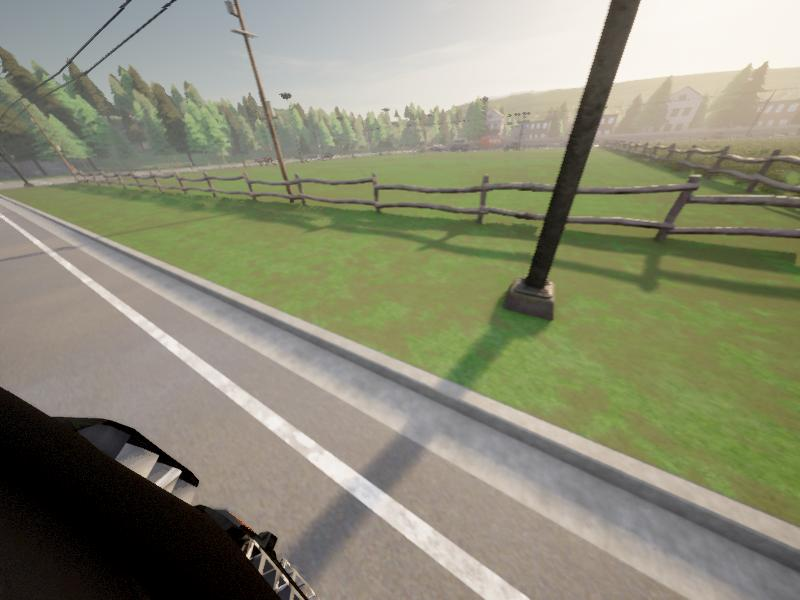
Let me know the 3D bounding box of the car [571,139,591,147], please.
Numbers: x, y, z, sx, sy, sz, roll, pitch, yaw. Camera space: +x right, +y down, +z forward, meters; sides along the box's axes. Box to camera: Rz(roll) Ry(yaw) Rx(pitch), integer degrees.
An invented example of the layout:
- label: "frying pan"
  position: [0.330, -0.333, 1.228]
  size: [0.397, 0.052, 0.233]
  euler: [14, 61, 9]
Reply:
- label: "car"
  position: [50.512, -43.718, 64.471]
  size: [3.988, 1.617, 1.851]
  euler: [16, 38, 26]

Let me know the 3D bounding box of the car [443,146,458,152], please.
- label: "car"
  position: [19.014, -56.636, 86.465]
  size: [5.027, 1.651, 2.152]
  euler: [16, 38, 26]

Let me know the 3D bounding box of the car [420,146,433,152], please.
- label: "car"
  position: [10.546, -59.270, 90.586]
  size: [4.605, 1.855, 1.932]
  euler: [14, 37, 23]

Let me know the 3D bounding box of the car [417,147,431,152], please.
- label: "car"
  position: [9.053, -57.320, 88.074]
  size: [5.008, 1.535, 1.882]
  euler: [13, 37, 23]

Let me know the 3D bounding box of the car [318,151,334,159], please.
- label: "car"
  position: [-21.753, -42.625, 68.014]
  size: [1.905, 1.878, 3.866]
  euler: [16, 38, 26]

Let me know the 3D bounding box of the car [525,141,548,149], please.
- label: "car"
  position: [38.943, -44.296, 66.120]
  size: [5.238, 1.638, 1.930]
  euler: [16, 38, 26]

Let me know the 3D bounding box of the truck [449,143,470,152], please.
- label: "truck"
  position: [20.365, -52.076, 78.813]
  size: [6.274, 2.098, 2.390]
  euler: [16, 38, 26]

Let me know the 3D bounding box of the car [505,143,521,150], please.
- label: "car"
  position: [35.020, -47.603, 71.532]
  size: [4.193, 1.474, 1.816]
  euler: [16, 38, 26]

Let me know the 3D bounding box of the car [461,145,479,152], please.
- label: "car"
  position: [21.657, -46.985, 71.572]
  size: [4.611, 1.667, 2.242]
  euler: [16, 38, 26]

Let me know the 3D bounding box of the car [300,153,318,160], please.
- label: "car"
  position: [-27.877, -44.098, 71.080]
  size: [2.128, 1.511, 4.902]
  euler: [16, 38, 26]

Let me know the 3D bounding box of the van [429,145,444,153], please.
- label: "van"
  position: [12.445, -52.083, 79.489]
  size: [4.480, 2.038, 2.069]
  euler: [16, 38, 26]

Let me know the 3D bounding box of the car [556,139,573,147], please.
- label: "car"
  position: [50.174, -47.887, 70.458]
  size: [3.866, 1.878, 1.905]
  euler: [16, 38, 26]

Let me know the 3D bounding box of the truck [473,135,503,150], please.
- label: "truck"
  position: [29.337, -52.448, 77.129]
  size: [8.468, 3.827, 2.891]
  euler: [16, 38, 26]

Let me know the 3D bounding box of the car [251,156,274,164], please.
- label: "car"
  position: [-37.617, -38.465, 63.296]
  size: [1.837, 1.490, 4.892]
  euler: [16, 38, 26]
